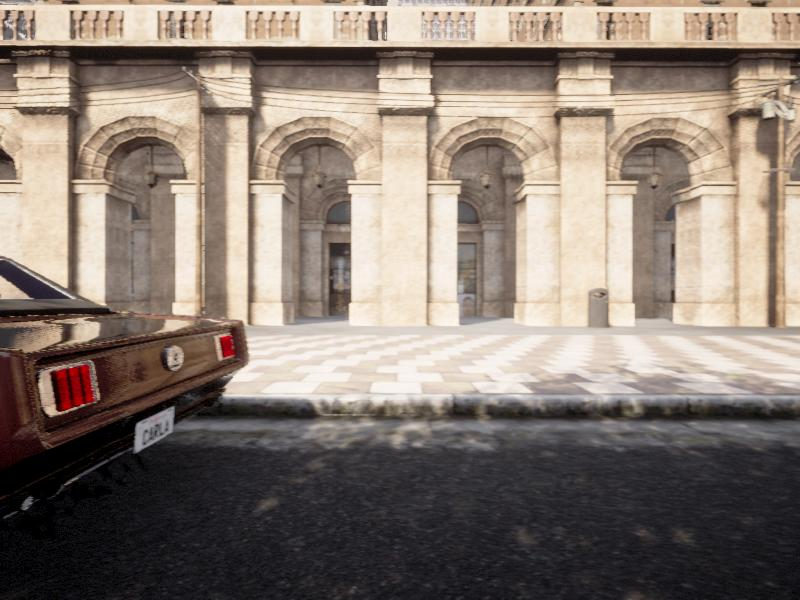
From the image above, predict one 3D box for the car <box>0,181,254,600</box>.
[{"bbox_3d":[-3.415,0.333,1.951,4.718,1.301,1.895,0,0,0],"label":"car"}]
